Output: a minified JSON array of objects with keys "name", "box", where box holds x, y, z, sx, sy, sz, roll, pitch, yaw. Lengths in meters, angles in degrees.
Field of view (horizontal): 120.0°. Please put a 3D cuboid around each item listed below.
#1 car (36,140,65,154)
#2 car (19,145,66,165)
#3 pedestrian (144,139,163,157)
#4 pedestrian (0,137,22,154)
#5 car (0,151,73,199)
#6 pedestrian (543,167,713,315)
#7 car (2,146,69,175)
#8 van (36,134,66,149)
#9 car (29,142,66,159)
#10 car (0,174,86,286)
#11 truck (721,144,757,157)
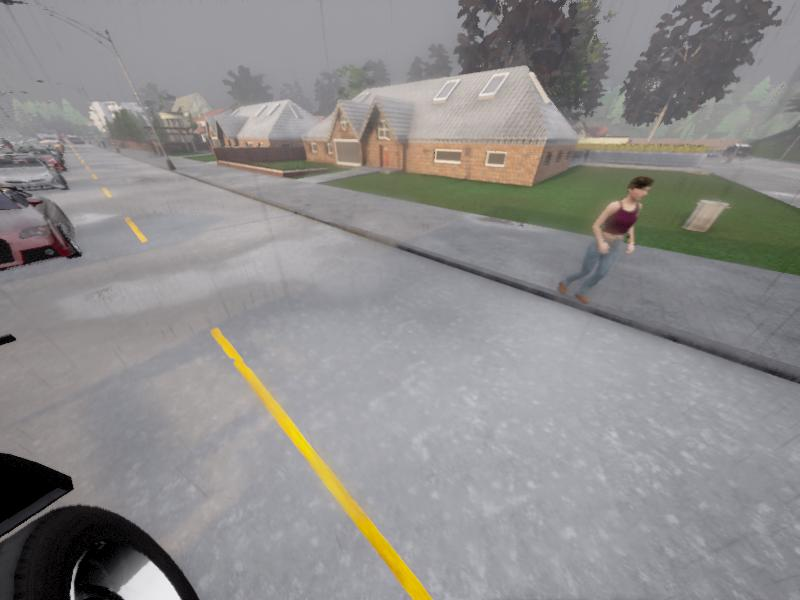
[{"name":"car","box":[-53.260,-23.408,35.280,5.008,1.535,1.882,26,42,32]},{"name":"car","box":[-33.725,-13.825,21.929,4.193,1.474,1.816,26,42,32]},{"name":"pedestrian","box":[-31.302,-19.332,29.297,0.751,1.860,0.751,18,39,23]},{"name":"pedestrian","box":[-50.756,-20.070,30.033,0.751,1.860,0.751,-22,41,-29]},{"name":"car","box":[-18.070,-6.189,11.201,4.514,1.525,2.007,26,42,32]},{"name":"pedestrian","box":[2.920,-0.777,3.280,0.751,1.860,0.751,3,35,4]},{"name":"car","box":[-26.757,-10.437,17.144,4.514,1.525,2.007,26,42,32]},{"name":"van","box":[-69.400,-31.672,46.068,6.366,2.431,2.351,26,42,32]},{"name":"car","box":[-42.065,-17.927,27.618,3.633,1.501,1.845,26,42,31]},{"name":"car","box":[-8.911,-1.643,4.975,4.181,1.385,1.994,26,42,31]},{"name":"truck","box":[66.730,-29.587,45.629,2.390,2.098,6.274,26,42,32]}]
